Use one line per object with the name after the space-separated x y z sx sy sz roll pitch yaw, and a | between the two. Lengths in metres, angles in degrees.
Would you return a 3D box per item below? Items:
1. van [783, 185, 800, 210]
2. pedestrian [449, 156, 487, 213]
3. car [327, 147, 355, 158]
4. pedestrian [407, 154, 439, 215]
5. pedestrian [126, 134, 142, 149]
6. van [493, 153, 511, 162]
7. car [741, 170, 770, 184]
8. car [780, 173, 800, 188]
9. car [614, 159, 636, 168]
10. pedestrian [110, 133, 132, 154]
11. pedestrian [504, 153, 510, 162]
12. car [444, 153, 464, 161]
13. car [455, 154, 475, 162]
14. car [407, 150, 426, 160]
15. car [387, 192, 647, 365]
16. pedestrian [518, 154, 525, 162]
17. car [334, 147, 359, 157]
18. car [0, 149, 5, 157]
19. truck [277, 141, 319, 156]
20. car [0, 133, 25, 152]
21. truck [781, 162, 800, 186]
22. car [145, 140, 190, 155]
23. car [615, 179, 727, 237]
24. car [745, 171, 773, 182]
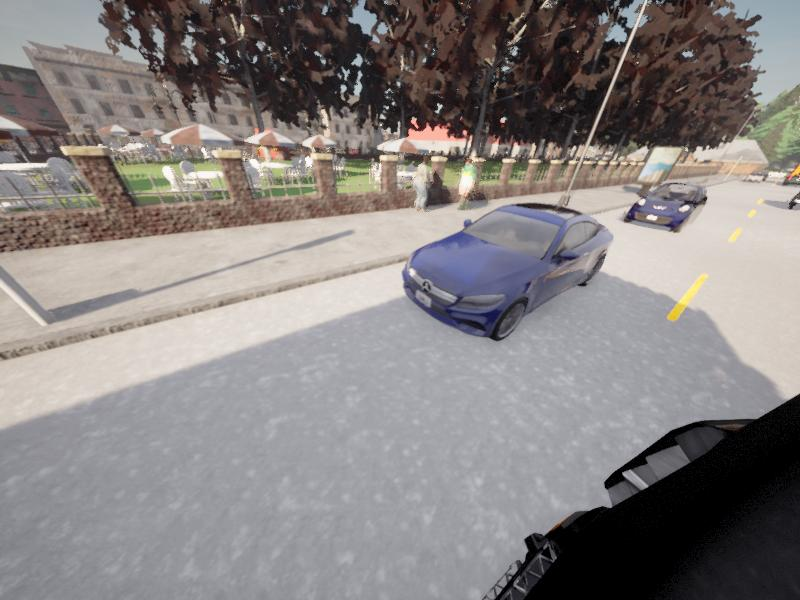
26.539 -6.735 14.371 4.480 2.038 2.069 -18 39 -30 | van
2.567 -4.446 8.944 0.751 1.860 0.751 -14 37 -24 | pedestrian
-10.705 -26.808 42.060 4.514 1.525 2.007 -19 39 -29 | car
0.783 -4.157 8.366 0.751 1.860 0.751 -8 35 -17 | pedestrian
-39.057 -23.309 33.984 0.751 1.860 0.751 -16 38 -27 | pedestrian
29.019 -40.464 65.739 4.480 2.038 2.069 -19 39 -29 | van
53.892 -18.677 35.014 3.633 1.501 1.845 -20 40 -31 | car
54.401 -16.339 31.467 3.988 1.617 1.851 -16 38 -26 | car
66.277 -40.165 67.982 1.905 1.878 3.866 -19 39 -29 | car
-30.472 -17.069 25.285 0.751 1.860 0.751 -19 39 -29 | pedestrian
27.846 -37.061 60.051 0.751 1.860 0.751 -18 39 -28 | pedestrian
14.413 -37.899 61.240 4.902 1.511 2.128 -19 39 -29 | car
16.311 -35.895 58.313 4.892 1.490 1.837 -19 39 -29 | car
3.586 -31.731 50.590 3.705 1.549 1.789 -19 39 -29 | car
2.231 -0.915 4.212 4.674 1.442 1.812 -20 40 -30 | car
33.345 -38.938 63.318 0.751 1.860 0.751 -19 40 -30 | pedestrian
-10.638 -29.517 46.143 4.514 1.525 2.007 -19 39 -30 | car
-32.622 -11.448 16.873 1.932 1.855 4.605 -19 40 -29 | car
-18.161 -27.213 41.552 6.274 2.098 2.390 -19 40 -30 | truck
-40.243 -14.960 21.851 1.882 1.535 5.008 -3 34 -9 | car
61.190 -19.295 34.454 8.468 3.827 2.891 -19 39 -29 | truck
-30.203 -19.954 30.224 3.806 1.475 1.970 -20 40 -31 | car
10.642 -3.771 9.106 3.633 1.501 1.845 -19 40 -30 | car
60.149 -20.695 38.676 5.357 1.411 2.033 -19 40 -30 | car
